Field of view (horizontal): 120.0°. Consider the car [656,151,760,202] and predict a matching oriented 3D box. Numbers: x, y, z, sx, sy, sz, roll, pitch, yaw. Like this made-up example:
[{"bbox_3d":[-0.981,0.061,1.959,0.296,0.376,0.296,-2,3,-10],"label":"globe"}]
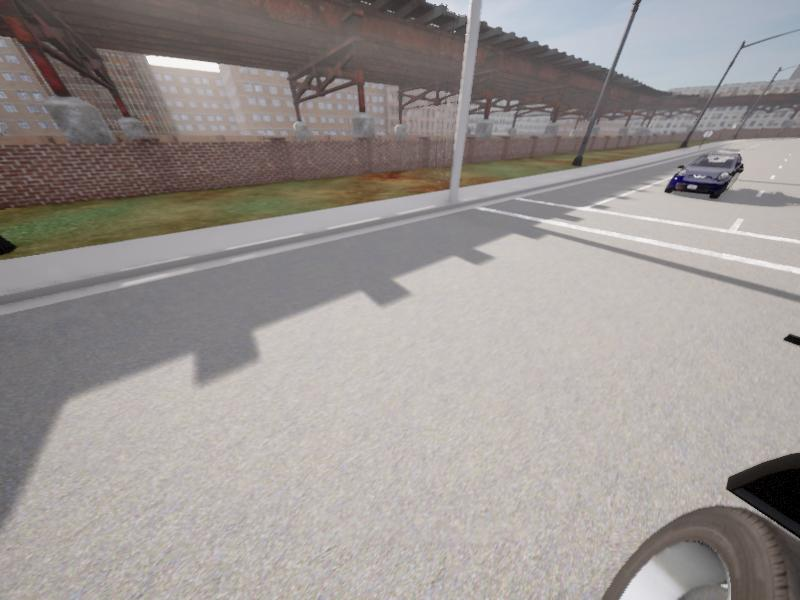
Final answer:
[{"bbox_3d":[13.554,-5.560,10.187,3.633,1.501,1.845,-23,41,-27],"label":"car"}]
